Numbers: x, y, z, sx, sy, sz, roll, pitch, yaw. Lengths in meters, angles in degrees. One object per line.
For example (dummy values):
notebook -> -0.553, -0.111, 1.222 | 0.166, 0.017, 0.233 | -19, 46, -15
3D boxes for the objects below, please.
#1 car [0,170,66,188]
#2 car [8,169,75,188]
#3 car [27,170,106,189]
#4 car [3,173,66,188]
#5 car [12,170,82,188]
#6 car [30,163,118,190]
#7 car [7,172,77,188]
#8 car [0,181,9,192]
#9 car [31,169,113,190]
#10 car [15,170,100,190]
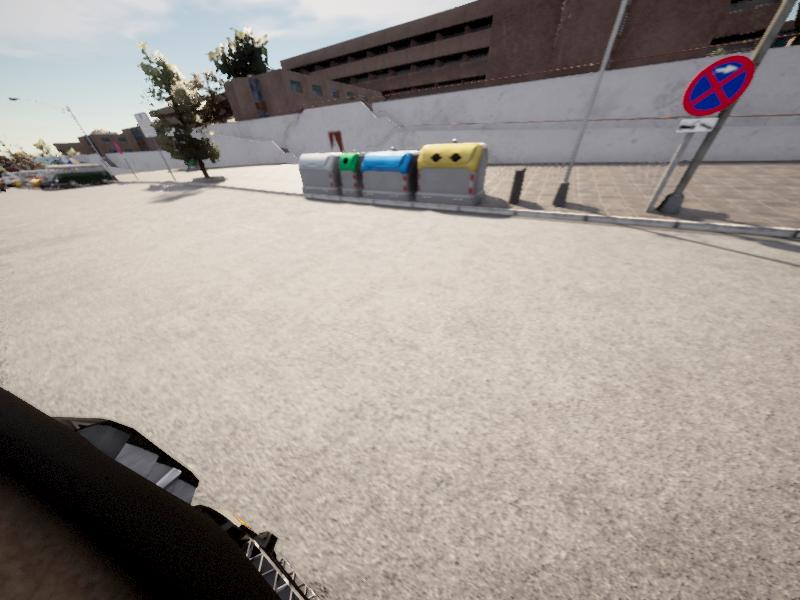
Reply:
car -> -61.067, -20.167, 38.383 | 2.435, 2.045, 5.566 | 2, 33, 11
car -> -50.791, -17.376, 32.915 | 1.878, 1.987, 4.442 | 3, 33, 10
car -> -37.890, -13.840, 26.460 | 2.002, 1.452, 4.674 | 3, 33, 10
car -> -58.477, -19.273, 37.155 | 2.097, 1.535, 5.008 | 3, 33, 10
car -> -48.188, -16.696, 31.752 | 2.185, 1.767, 4.553 | 3, 33, 10
car -> -32.780, -12.649, 23.540 | 1.878, 1.987, 4.442 | 3, 33, 10
car -> -53.308, -18.026, 34.625 | 1.946, 1.575, 5.366 | 2, 33, 10
car -> -46.293, -12.876, 25.904 | 3.633, 1.501, 1.845 | 15, 38, 27
car -> -35.325, -13.162, 25.118 | 2.002, 1.452, 4.674 | 2, 33, 10
car -> -40.498, -14.450, 27.621 | 1.946, 1.575, 5.366 | 3, 33, 10
